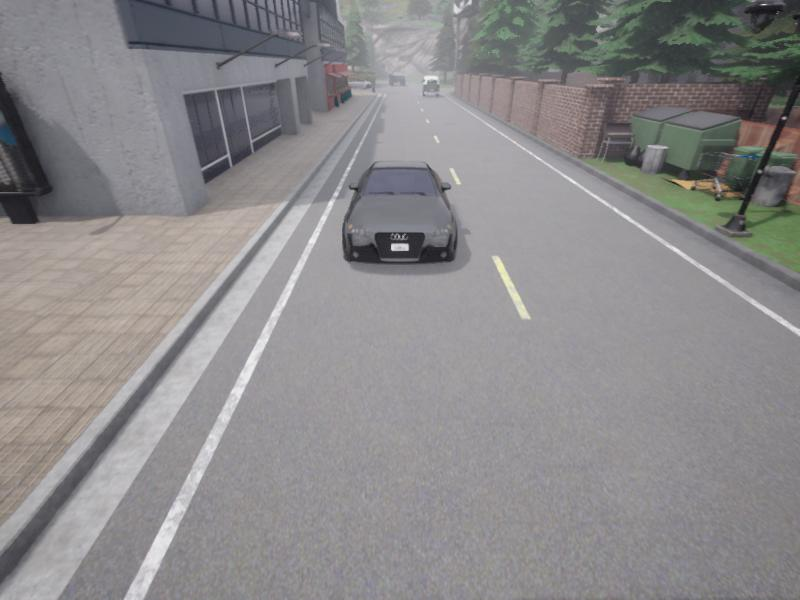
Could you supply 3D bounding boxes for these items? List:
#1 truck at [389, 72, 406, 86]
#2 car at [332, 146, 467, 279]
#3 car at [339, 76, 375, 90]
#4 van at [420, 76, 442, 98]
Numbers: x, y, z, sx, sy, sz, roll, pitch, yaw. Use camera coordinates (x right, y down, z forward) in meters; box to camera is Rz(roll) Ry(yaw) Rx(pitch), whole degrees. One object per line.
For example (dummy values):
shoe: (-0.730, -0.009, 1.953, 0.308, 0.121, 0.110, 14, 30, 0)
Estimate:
truck: (-0.532, -39.017, 70.561, 2.390, 2.098, 6.274, -3, 30, -6)
car: (0.001, -2.009, 8.070, 1.994, 1.385, 4.181, 0, 30, 0)
car: (-6.001, -30.177, 55.661, 4.611, 1.667, 2.242, -7, 31, -11)
van: (3.492, -24.348, 45.573, 2.069, 2.038, 4.480, 0, 30, 0)
